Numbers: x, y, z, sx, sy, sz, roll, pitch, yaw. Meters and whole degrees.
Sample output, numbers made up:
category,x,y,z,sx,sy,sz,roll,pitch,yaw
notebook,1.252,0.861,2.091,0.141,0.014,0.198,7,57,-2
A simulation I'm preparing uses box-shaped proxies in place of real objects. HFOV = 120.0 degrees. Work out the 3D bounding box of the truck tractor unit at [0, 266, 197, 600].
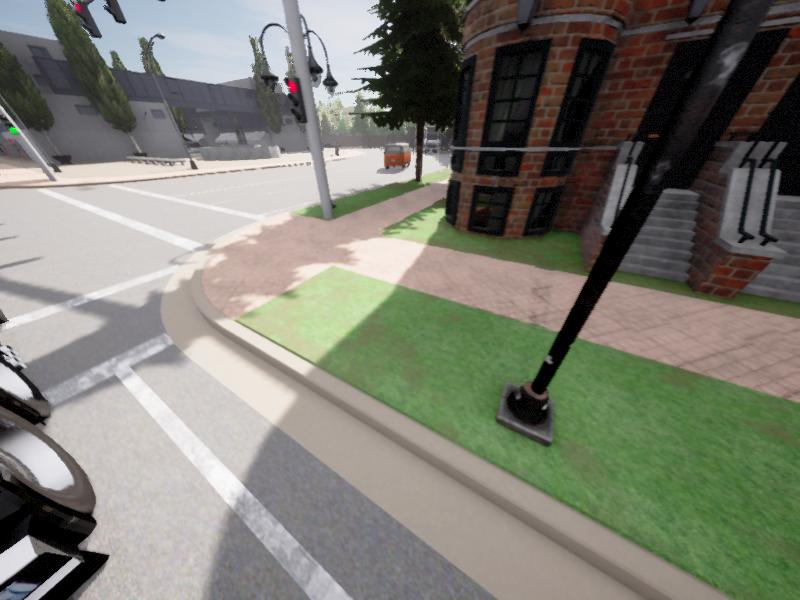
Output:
category,x,y,z,sx,sy,sz,roll,pitch,yaw
truck tractor unit,-5.115,-0.297,0.775,6.516,4.208,3.053,18,39,24
